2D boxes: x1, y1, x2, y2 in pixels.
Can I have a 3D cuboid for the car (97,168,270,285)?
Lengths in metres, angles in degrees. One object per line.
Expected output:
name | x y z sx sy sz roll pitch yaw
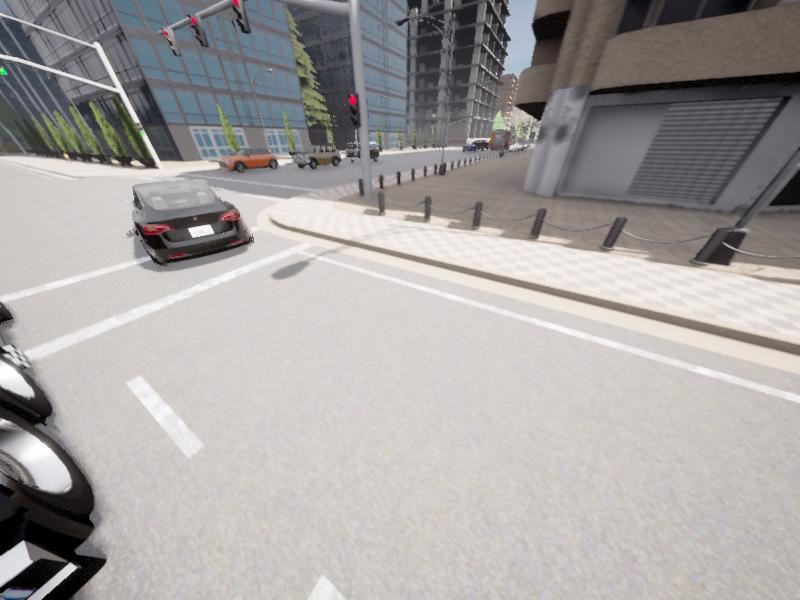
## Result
car | -5.643 -2.346 6.079 2.163 1.488 4.792 -29 45 -34

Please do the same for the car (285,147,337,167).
car | -9.456 -15.600 25.080 2.128 1.511 4.902 19 39 25

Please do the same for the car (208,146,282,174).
car | -13.141 -12.199 19.976 2.097 1.767 4.553 19 39 25

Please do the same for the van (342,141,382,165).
van | -4.224 -16.939 26.500 2.069 2.038 4.480 19 39 25

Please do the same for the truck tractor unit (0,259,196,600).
truck tractor unit | -5.104 -0.307 0.794 6.516 4.208 3.053 19 39 25

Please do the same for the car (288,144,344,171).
car | -7.708 -13.531 21.773 1.932 1.855 4.605 19 39 25
